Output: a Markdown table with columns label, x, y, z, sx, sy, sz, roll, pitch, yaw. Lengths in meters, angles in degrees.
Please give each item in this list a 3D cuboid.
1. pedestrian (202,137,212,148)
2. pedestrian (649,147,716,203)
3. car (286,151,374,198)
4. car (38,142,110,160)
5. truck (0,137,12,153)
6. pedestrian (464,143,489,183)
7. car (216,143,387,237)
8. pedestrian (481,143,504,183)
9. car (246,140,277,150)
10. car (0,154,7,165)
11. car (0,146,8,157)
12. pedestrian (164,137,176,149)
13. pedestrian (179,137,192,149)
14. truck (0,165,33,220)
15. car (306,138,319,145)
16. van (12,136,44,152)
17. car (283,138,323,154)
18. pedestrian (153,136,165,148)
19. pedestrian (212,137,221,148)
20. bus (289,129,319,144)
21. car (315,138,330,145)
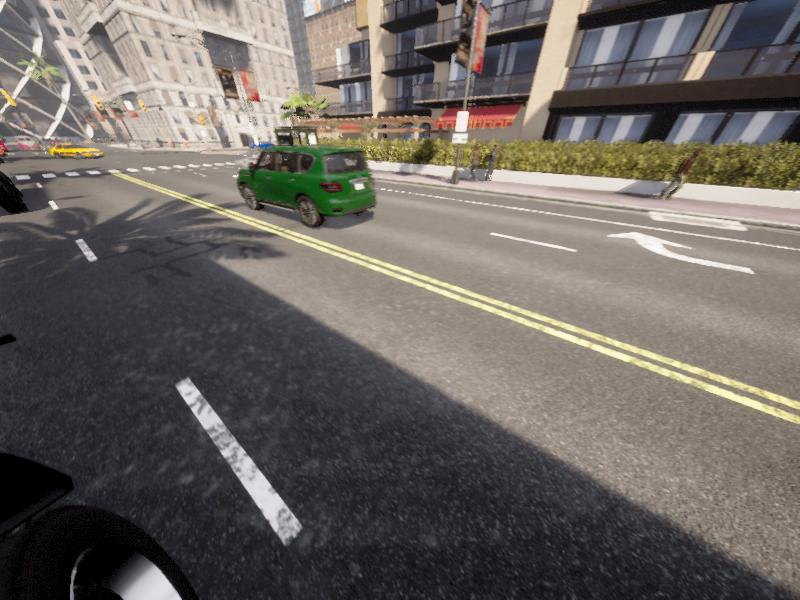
| label | x | y | z | sx | sy | sz | roll | pitch | yaw |
| --- | --- | --- | --- | --- | --- | --- | --- | --- | --- |
| pedestrian | -38.802 | -31.653 | 46.431 | 0.751 | 1.860 | 0.751 | 21 | 40 | 27 |
| pedestrian | 11.127 | -4.958 | 9.176 | 0.751 | 1.860 | 0.751 | -17 | 39 | -23 |
| car | -3.463 | -6.369 | 11.517 | 3.988 | 1.617 | 1.851 | 23 | 41 | 28 |
| car | -36.123 | -16.620 | 25.672 | 5.366 | 1.575 | 1.801 | 5 | 35 | 7 |
| truck | -60.792 | -23.769 | 33.557 | 8.468 | 3.827 | 2.891 | 23 | 41 | 28 |
| pedestrian | 4.229 | -7.617 | 12.861 | 0.751 | 1.860 | 0.751 | 25 | 42 | 31 |
| car | -3.305 | -4.003 | 7.778 | 5.566 | 2.045 | 2.150 | 23 | 41 | 28 |
| pedestrian | 5.165 | -7.654 | 12.926 | 0.751 | 1.860 | 0.751 | 15 | 38 | 20 |
| car | -27.818 | -31.259 | 46.599 | 1.882 | 1.535 | 5.008 | 22 | 41 | 28 |
| car | -37.467 | -13.101 | 20.681 | 3.705 | 1.549 | 1.789 | 23 | 41 | 28 |
| car | -49.645 | -18.283 | 27.674 | 4.553 | 1.767 | 2.097 | 23 | 41 | 28 |
| pedestrian | -43.128 | -29.531 | 43.362 | 0.751 | 1.860 | 0.751 | 17 | 38 | 21 |
| pedestrian | -38.769 | -28.363 | 41.760 | 0.751 | 1.860 | 0.751 | 20 | 40 | 25 |
| truck | -15.579 | -4.190 | 7.841 | 6.274 | 2.098 | 2.390 | 23 | 41 | 28 |
| car | -29.356 | -53.232 | 77.464 | 3.866 | 1.878 | 1.905 | 22 | 41 | 27 |
| van | -57.162 | -23.988 | 35.508 | 4.442 | 1.987 | 1.775 | 23 | 41 | 28 |
| car | -16.125 | -25.936 | 38.751 | 2.150 | 2.045 | 5.566 | 22 | 40 | 28 |
| pedestrian | -47.564 | -31.174 | 45.637 | 0.751 | 1.860 | 0.751 | 20 | 39 | 25 |
| pedestrian | -38.392 | -33.028 | 48.388 | 0.751 | 1.860 | 0.751 | 22 | 40 | 27 |
| bus | -34.820 | -58.975 | 83.500 | 10.273 | 4.253 | 3.944 | 23 | 41 | 28 |
| car | -26.716 | -54.608 | 79.465 | 4.605 | 1.855 | 1.932 | 22 | 41 | 28 |
